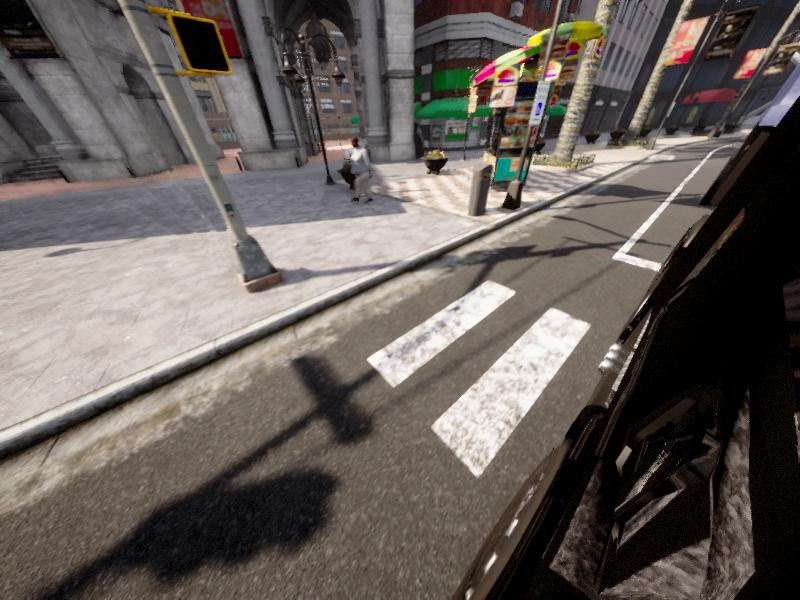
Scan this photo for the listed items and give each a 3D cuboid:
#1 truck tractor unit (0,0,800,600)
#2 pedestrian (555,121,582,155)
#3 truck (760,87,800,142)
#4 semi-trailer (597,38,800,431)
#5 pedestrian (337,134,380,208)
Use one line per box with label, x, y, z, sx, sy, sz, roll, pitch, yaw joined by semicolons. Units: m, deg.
truck tractor unit;2.645;-0.295;0.351;6.516;4.208;3.053;-28;44;-30
pedestrian;11.713;-11.237;16.078;0.751;1.860;0.751;-28;44;-30
truck;37.652;-16.289;20.048;8.468;3.827;2.891;-12;38;-13
semi-trailer;8.742;-3.562;4.202;14.254;4.402;2.717;-28;44;-29
pedestrian;-1.216;-3.923;7.059;0.751;1.860;0.751;-27;44;-29
